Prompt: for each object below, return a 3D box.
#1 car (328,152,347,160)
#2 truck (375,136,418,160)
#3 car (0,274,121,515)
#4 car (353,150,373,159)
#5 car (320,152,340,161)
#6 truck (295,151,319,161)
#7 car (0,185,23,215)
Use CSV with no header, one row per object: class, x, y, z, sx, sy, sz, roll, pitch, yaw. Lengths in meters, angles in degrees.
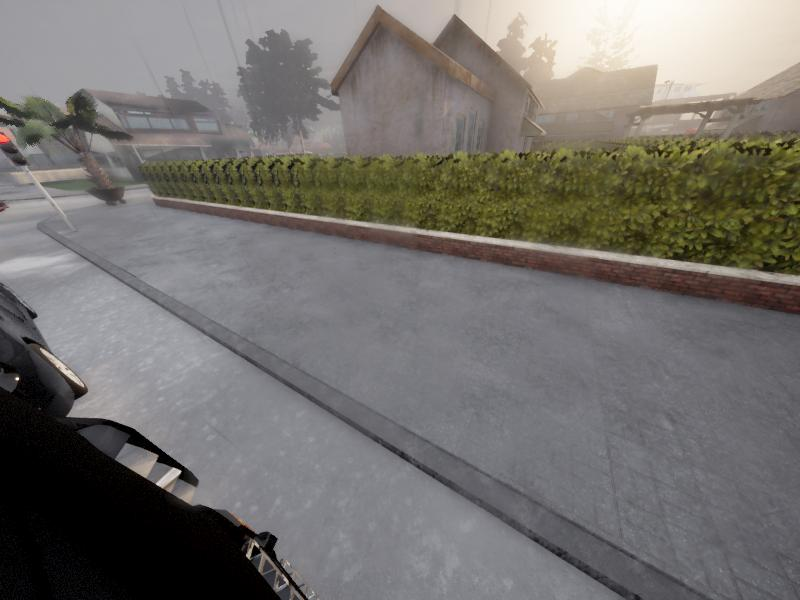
car,-17.269,-39.731,63.558,4.856,1.649,2.033,16,38,26
truck,-0.543,-31.400,47.773,8.468,3.827,2.891,-20,36,-23
car,-5.340,0.496,2.211,5.008,1.535,1.882,16,38,26
car,-9.443,-37.559,59.564,4.553,1.767,2.097,16,38,26
car,-18.271,-37.415,60.249,4.611,1.667,2.242,16,38,26
truck,-25.670,-39.756,63.823,6.274,2.098,2.390,16,38,26
car,-24.258,-4.987,11.783,4.611,1.667,2.242,-13,36,-15
